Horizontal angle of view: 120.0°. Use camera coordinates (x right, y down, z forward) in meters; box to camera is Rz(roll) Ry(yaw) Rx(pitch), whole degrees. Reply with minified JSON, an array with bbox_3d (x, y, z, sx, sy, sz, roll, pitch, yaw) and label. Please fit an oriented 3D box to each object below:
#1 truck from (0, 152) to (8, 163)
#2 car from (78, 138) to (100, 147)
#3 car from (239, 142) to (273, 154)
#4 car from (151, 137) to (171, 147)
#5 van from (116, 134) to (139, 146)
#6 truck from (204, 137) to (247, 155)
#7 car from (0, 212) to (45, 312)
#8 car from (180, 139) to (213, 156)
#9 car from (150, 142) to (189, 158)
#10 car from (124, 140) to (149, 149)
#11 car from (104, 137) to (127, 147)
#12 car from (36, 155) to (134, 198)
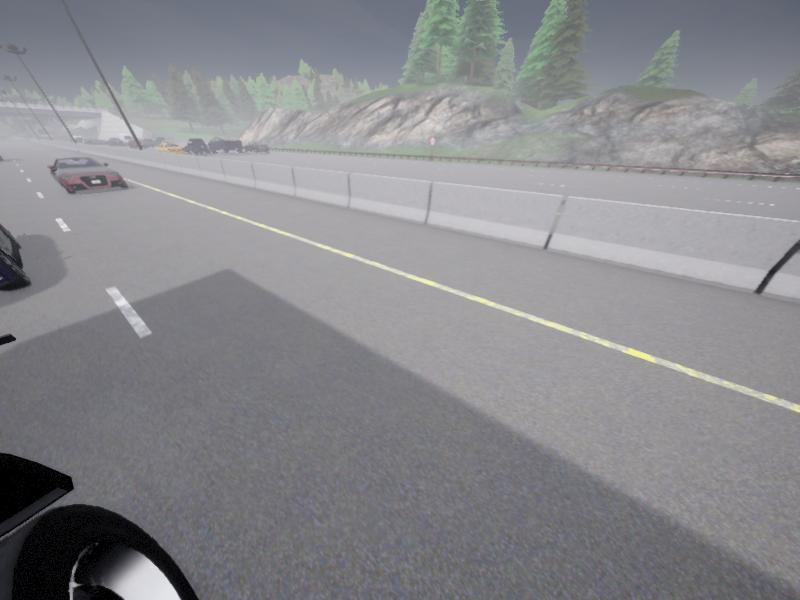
[{"bbox_3d":[-40.464,-14.390,21.769,5.204,2.467,2.627,22,41,28],"label":"truck"},{"bbox_3d":[-74.796,-37.896,55.528,4.974,1.542,2.038,22,41,28],"label":"car"},{"bbox_3d":[-22.663,-23.977,36.349,4.902,1.511,2.128,22,41,28],"label":"car"},{"bbox_3d":[-58.915,-38.936,56.872,3.866,1.878,1.905,22,41,28],"label":"car"},{"bbox_3d":[-70.816,-41.615,59.959,5.915,2.561,1.988,22,41,28],"label":"van"},{"bbox_3d":[-26.295,-23.237,34.757,6.274,2.098,2.390,22,41,28],"label":"truck"},{"bbox_3d":[-8.541,-1.017,3.853,4.856,1.649,2.033,22,41,28],"label":"car"},{"bbox_3d":[-28.937,-21.766,32.830,3.866,1.878,1.905,22,41,28],"label":"car"},{"bbox_3d":[-30.035,-19.623,30.050,5.366,1.575,1.801,22,41,28],"label":"car"},{"bbox_3d":[-53.486,-31.640,46.904,4.514,1.525,2.007,22,41,28],"label":"car"},{"bbox_3d":[-67.477,-37.461,54.789,4.553,1.767,2.097,22,41,28],"label":"car"},{"bbox_3d":[-15.505,-6.210,11.369,4.181,1.385,1.994,22,41,28],"label":"car"}]
